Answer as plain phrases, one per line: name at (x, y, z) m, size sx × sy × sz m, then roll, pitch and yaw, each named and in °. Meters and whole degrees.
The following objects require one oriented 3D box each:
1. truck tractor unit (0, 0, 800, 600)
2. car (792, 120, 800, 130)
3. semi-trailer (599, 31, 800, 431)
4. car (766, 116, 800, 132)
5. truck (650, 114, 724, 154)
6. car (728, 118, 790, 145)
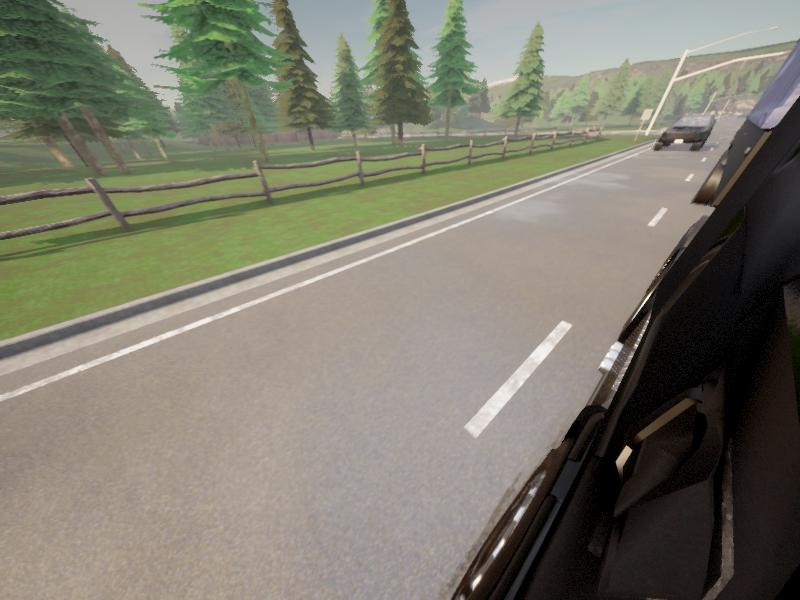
truck tractor unit at (2.645, -0.295, 0.351) m, size 6.516 × 4.208 × 3.053 m, roll -28°, pitch 44°, yaw -30°
car at (53.581, -22.213, 28.709) m, size 2.033 × 1.649 × 4.856 m, roll 6°, pitch 37°, yaw 12°
semi-trailer at (8.643, -3.637, 4.291) m, size 14.254 × 4.402 × 2.717 m, roll -29°, pitch 44°, yaw -30°
car at (49.218, -21.412, 27.996) m, size 2.038 × 1.542 × 4.974 m, roll 2°, pitch 37°, yaw 4°
truck at (21.827, -12.665, 17.532) m, size 6.274 × 2.098 × 2.390 m, roll -29°, pitch 44°, yaw -31°
car at (30.380, -14.412, 19.723) m, size 5.027 × 1.651 × 2.152 m, roll -29°, pitch 44°, yaw -31°
